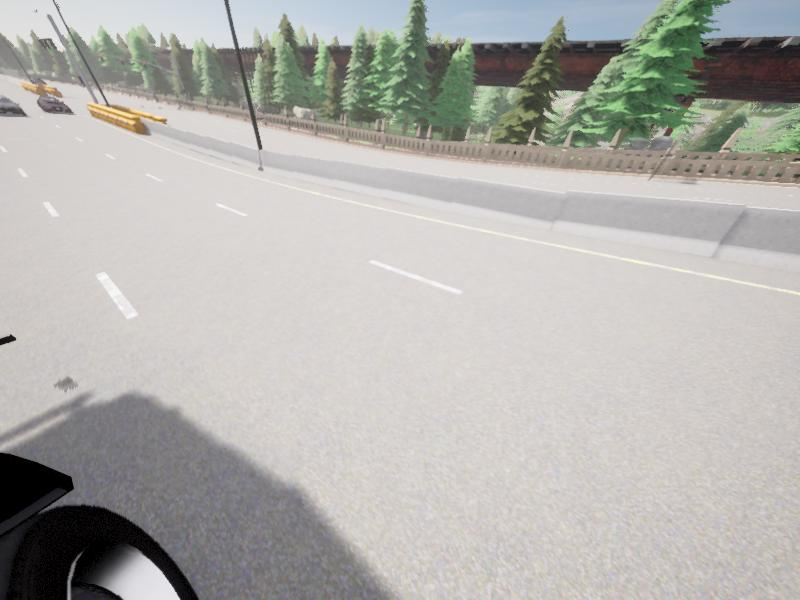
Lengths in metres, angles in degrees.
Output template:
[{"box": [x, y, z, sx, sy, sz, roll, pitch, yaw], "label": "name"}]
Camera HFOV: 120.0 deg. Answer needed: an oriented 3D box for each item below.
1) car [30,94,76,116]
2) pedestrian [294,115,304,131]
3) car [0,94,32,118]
[{"box": [-38.751, -21.752, 25.788, 4.181, 1.385, 1.994, 28, 43, 24], "label": "car"}, {"box": [-15.378, -26.931, 35.210, 0.751, 1.860, 0.751, 28, 43, 24], "label": "pedestrian"}, {"box": [-37.743, -18.518, 21.935, 5.357, 1.411, 2.033, 28, 43, 24], "label": "car"}]
